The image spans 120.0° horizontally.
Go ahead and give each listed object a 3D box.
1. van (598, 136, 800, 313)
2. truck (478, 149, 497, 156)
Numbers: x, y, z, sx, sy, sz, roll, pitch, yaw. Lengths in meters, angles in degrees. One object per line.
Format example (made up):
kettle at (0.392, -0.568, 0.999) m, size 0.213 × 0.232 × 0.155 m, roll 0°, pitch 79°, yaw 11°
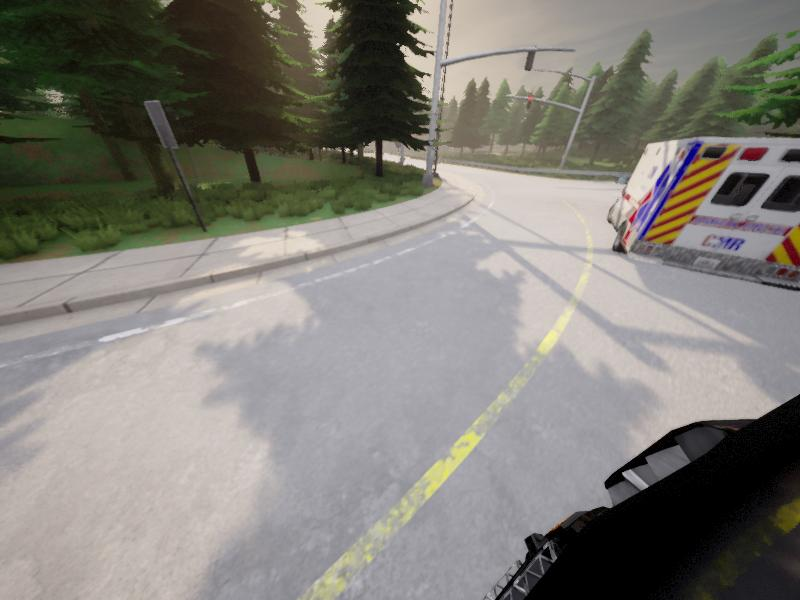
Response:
van at (7.390, -2.600, 6.012) m, size 2.351 × 2.431 × 6.366 m, roll 21°, pitch 38°, yaw 26°
truck at (33.022, -55.618, 87.295) m, size 6.274 × 2.098 × 2.390 m, roll -10°, pitch 36°, yaw -18°
